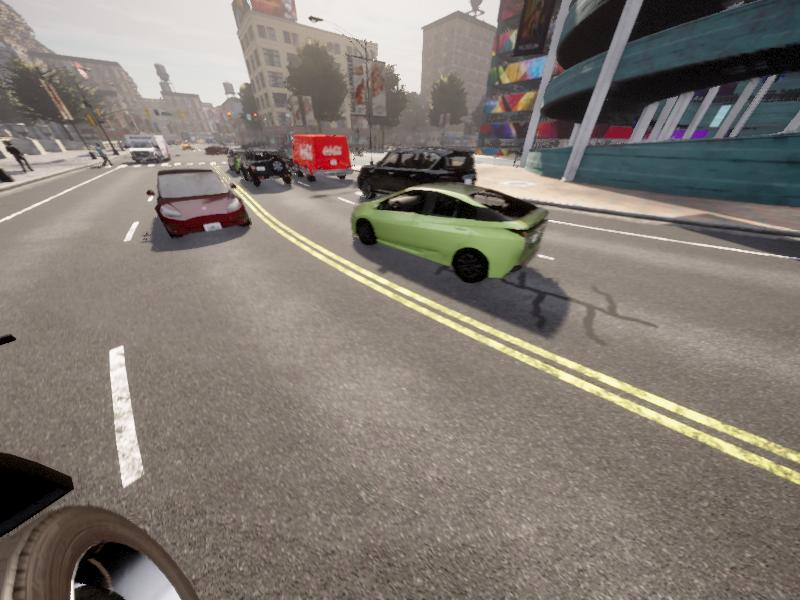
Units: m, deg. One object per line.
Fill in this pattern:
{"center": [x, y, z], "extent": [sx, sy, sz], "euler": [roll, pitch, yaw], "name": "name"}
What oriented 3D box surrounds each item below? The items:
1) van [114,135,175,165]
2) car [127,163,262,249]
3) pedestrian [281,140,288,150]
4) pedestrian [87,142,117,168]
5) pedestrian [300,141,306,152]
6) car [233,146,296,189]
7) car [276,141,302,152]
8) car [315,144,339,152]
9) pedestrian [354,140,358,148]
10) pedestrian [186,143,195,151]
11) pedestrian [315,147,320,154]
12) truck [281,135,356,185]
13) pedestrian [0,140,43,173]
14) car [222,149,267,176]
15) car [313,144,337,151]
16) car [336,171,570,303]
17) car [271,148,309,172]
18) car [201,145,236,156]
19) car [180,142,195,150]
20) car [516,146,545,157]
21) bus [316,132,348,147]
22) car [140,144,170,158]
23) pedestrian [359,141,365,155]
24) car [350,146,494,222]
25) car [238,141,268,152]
{"center": [-26.988, -16.210, 24.837], "extent": [2.351, 2.431, 6.366], "euler": [-17, 39, -24], "name": "van"}
{"center": [-6.487, -3.338, 7.413], "extent": [2.163, 1.488, 4.792], "euler": [-25, 42, -32], "name": "car"}
{"center": [-27.000, -36.322, 54.041], "extent": [0.751, 1.860, 0.751], "euler": [22, 40, 27], "name": "pedestrian"}
{"center": [-26.191, -12.764, 20.333], "extent": [0.751, 1.860, 0.751], "euler": [-24, 42, -31], "name": "pedestrian"}
{"center": [-20.444, -32.361, 48.695], "extent": [0.751, 1.860, 0.751], "euler": [-24, 42, -31], "name": "pedestrian"}
{"center": [-8.124, -7.977, 13.717], "extent": [1.932, 1.855, 4.605], "euler": [-23, 40, -30], "name": "car"}
{"center": [-24.065, -33.452, 50.312], "extent": [4.553, 1.767, 2.097], "euler": [-20, 40, -27], "name": "car"}
{"center": [-16.216, -33.892, 51.377], "extent": [4.674, 1.442, 1.812], "euler": [-23, 41, -30], "name": "car"}
{"center": [-12.646, -45.000, 66.782], "extent": [0.751, 1.860, 0.751], "euler": [-19, 39, -26], "name": "pedestrian"}
{"center": [-42.594, -30.990, 46.867], "extent": [0.751, 1.300, 0.751], "euler": [23, 41, 29], "name": "pedestrian"}
{"center": [-15.205, -27.673, 42.680], "extent": [0.500, 1.100, 0.500], "euler": [-18, 39, -25], "name": "pedestrian"}
{"center": [-5.535, -9.556, 15.530], "extent": [2.627, 2.467, 5.204], "euler": [-23, 41, -30], "name": "truck"}
{"center": [-25.773, -9.688, 15.635], "extent": [0.751, 1.860, 0.751], "euler": [-20, 40, -26], "name": "pedestrian"}
{"center": [-12.524, -11.135, 18.530], "extent": [2.007, 1.525, 4.514], "euler": [-23, 41, -30], "name": "car"}
{"center": [-17.528, -35.785, 54.218], "extent": [4.718, 1.301, 1.895], "euler": [-23, 41, -30], "name": "car"}
{"center": [0.821, -1.854, 5.345], "extent": [4.514, 1.525, 2.007], "euler": [27, 42, 32], "name": "car"}
{"center": [-9.623, -12.255, 20.166], "extent": [1.789, 1.549, 3.705], "euler": [-23, 41, -30], "name": "car"}
{"center": [-29.280, -24.213, 37.277], "extent": [4.181, 1.385, 1.994], "euler": [10, 36, 13], "name": "car"}
{"center": [-47.578, -34.543, 51.750], "extent": [1.882, 1.535, 5.008], "euler": [-23, 41, -30], "name": "car"}
{"center": [22.350, -25.431, 39.496], "extent": [4.902, 1.511, 2.128], "euler": [-23, 41, -30], "name": "car"}
{"center": [-25.650, -60.788, 87.570], "extent": [10.273, 4.253, 3.944], "euler": [-23, 41, -30], "name": "bus"}
{"center": [-33.857, -20.766, 32.108], "extent": [2.128, 1.511, 4.902], "euler": [-23, 41, -30], "name": "car"}
{"center": [-6.373, -25.403, 38.606], "extent": [0.751, 1.860, 0.751], "euler": [-15, 38, -22], "name": "pedestrian"}
{"center": [0.504, -5.062, 9.509], "extent": [2.150, 2.045, 5.566], "euler": [-28, 43, -34], "name": "car"}
{"center": [-30.782, -32.310, 48.491], "extent": [4.605, 1.855, 1.932], "euler": [-2, 35, -5], "name": "car"}
